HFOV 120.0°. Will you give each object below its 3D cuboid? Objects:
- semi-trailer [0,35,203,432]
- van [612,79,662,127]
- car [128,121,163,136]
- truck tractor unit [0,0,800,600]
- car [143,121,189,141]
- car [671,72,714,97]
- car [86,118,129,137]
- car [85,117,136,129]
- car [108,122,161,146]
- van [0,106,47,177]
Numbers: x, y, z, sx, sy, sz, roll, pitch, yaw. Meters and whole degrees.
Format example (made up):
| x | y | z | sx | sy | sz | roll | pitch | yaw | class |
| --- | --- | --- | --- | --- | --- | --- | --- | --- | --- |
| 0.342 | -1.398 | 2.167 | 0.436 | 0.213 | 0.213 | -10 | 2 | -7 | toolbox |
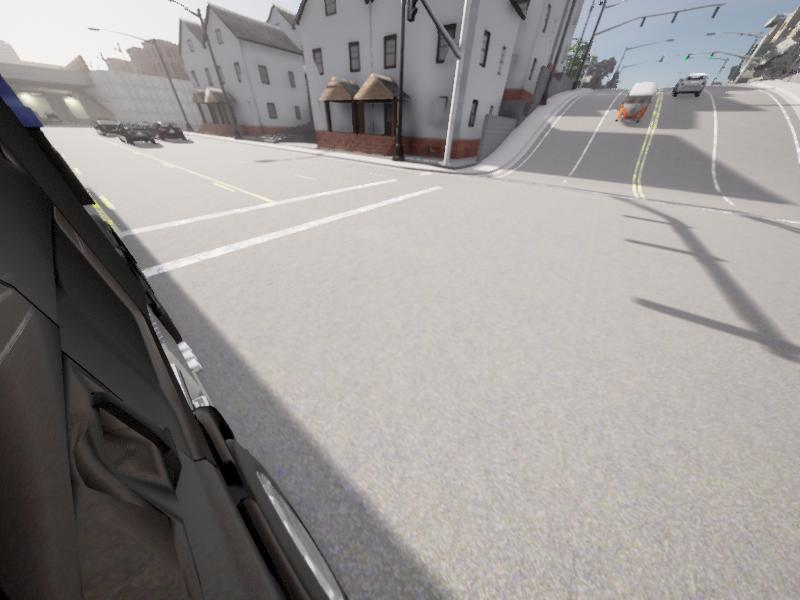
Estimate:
| x | y | z | sx | sy | sz | roll | pitch | yaw | class |
| --- | --- | --- | --- | --- | --- | --- | --- | --- | --- |
| -8.786 | -3.546 | 4.136 | 14.254 | 4.402 | 2.717 | 27 | 43 | 29 | semi-trailer |
| 19.625 | -16.362 | 19.168 | 1.775 | 1.987 | 4.442 | 26 | 61 | 28 | van |
| -33.626 | -22.642 | 30.509 | 4.674 | 1.442 | 1.812 | 26 | 43 | 28 | car |
| -2.645 | -0.295 | 0.351 | 6.516 | 4.208 | 3.053 | 28 | 44 | 30 | truck tractor unit |
| -26.001 | -18.810 | 25.692 | 4.611 | 1.667 | 2.242 | 27 | 43 | 29 | car |
| 28.218 | -20.960 | 22.424 | 1.970 | 1.475 | 3.806 | 27 | 53 | 28 | car |
| -34.873 | -20.593 | 27.531 | 5.238 | 1.638 | 1.930 | 26 | 42 | 27 | car |
| -49.916 | -30.588 | 39.997 | 4.974 | 1.542 | 2.038 | -14 | 39 | -21 | car |
| -24.325 | -15.240 | 21.159 | 4.514 | 1.525 | 2.007 | 27 | 43 | 28 | car |
| -18.176 | -7.221 | 10.006 | 5.915 | 2.561 | 1.988 | 27 | 43 | 28 | van |
